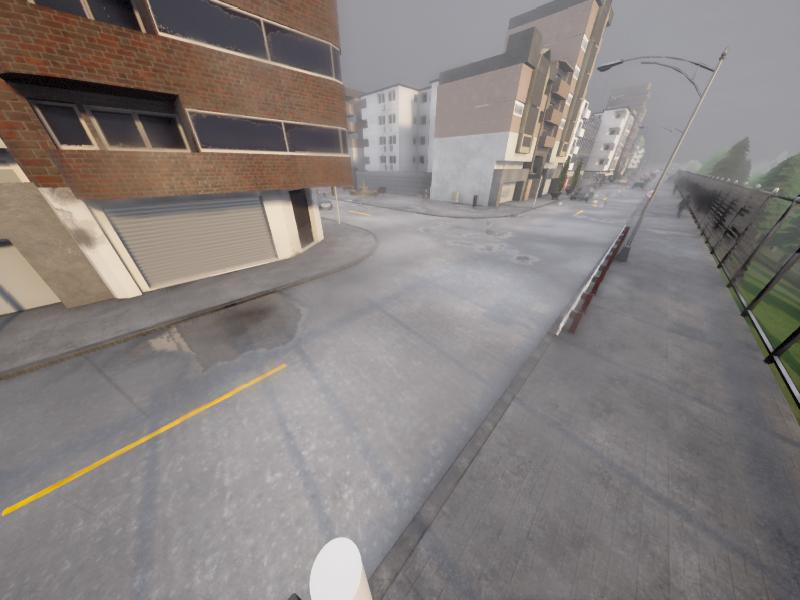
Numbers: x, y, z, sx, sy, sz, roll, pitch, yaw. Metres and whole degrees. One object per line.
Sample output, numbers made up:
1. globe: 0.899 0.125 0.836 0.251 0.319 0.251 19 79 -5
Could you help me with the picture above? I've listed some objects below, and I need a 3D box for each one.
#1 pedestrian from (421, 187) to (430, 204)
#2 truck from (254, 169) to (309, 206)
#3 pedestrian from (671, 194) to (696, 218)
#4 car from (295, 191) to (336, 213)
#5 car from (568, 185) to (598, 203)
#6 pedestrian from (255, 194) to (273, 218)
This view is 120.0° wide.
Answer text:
1. pedestrian: 3.190 -12.936 28.531 0.751 1.860 0.751 19 35 29
2. truck: -15.596 -14.898 30.194 2.891 3.827 8.468 -26 39 -38
3. pedestrian: 25.290 -8.394 20.635 0.751 1.860 0.751 26 39 37
4. car: -9.329 -10.849 25.377 2.033 1.649 4.856 -26 39 -37
5. car: 25.036 -14.511 31.553 4.553 1.767 2.097 -27 39 -38
6. pedestrian: -12.012 -8.294 20.446 0.751 1.860 0.751 22 36 33
